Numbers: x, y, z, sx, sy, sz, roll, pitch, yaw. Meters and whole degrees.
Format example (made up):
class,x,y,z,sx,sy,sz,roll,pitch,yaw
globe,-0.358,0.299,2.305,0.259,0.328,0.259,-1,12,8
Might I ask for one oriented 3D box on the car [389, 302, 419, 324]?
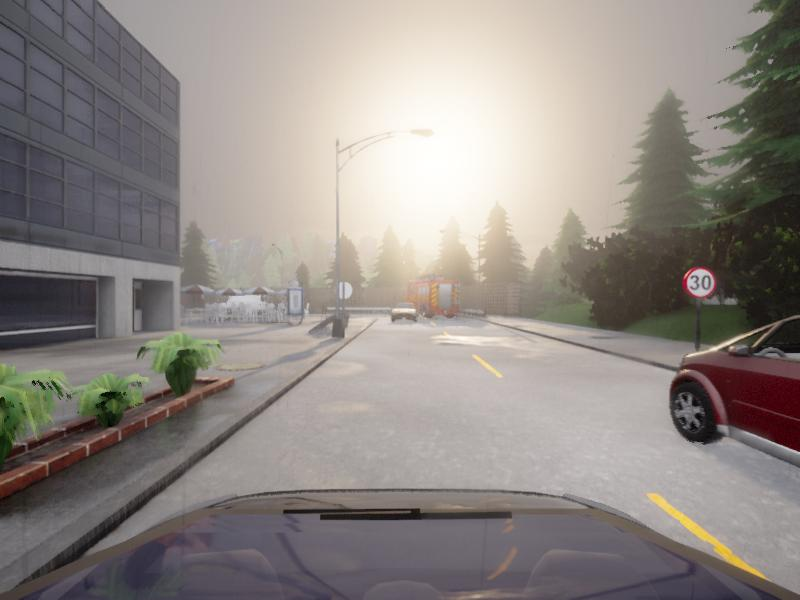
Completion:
class,x,y,z,sx,sy,sz,roll,pitch,yaw
car,0.382,0.900,29.323,2.033,1.411,5.357,0,0,2

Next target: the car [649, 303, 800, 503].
class,x,y,z,sx,sy,sz,roll,pitch,yaw
car,4.033,0.814,3.211,1.789,1.549,3.705,0,0,0

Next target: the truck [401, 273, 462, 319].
class,x,y,z,sx,sy,sz,roll,pitch,yaw
truck,2.708,-0.312,37.782,2.891,3.827,8.468,0,0,-16

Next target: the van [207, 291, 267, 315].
class,x,y,z,sx,sy,sz,roll,pitch,yaw
van,-18.177,0.330,44.801,5.915,2.561,1.988,0,0,0
